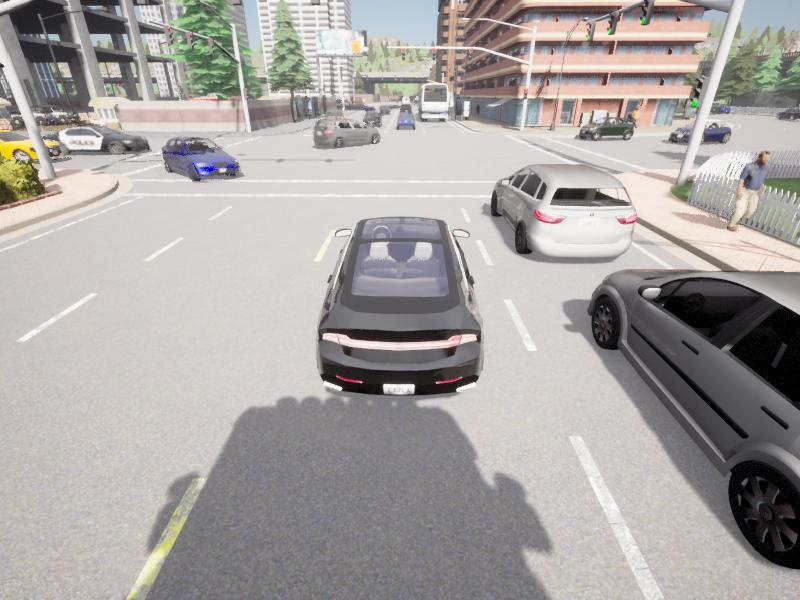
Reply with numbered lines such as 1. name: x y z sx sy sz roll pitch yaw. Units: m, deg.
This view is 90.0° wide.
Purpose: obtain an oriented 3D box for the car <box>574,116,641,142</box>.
1. car: 15.050 -12.476 29.123 3.705 1.549 1.789 -5 28 -10

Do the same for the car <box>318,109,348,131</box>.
1. car: -6.452 -17.655 39.077 2.097 1.767 4.553 0 27 1

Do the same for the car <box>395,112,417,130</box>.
1. car: 0.606 -18.444 41.053 2.033 1.411 5.357 0 27 0

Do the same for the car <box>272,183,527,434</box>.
1. car: 0.024 -0.454 5.858 2.128 1.511 4.902 0 27 1

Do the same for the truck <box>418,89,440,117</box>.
1. truck: 4.446 -31.274 63.390 2.891 3.827 8.468 0 27 1

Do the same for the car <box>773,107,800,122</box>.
1. car: 50.165 -23.596 50.852 1.837 1.490 4.892 6 28 12

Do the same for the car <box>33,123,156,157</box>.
1. car: -16.833 -8.970 22.311 4.974 1.542 2.038 0 27 0

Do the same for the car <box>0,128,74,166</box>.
1. car: -19.125 -7.378 19.205 5.008 1.535 1.882 0 27 0

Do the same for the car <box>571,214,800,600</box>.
1. car: 3.495 0.484 3.924 1.851 1.617 3.988 0 27 1

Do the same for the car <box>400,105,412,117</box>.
1. car: 0.931 -29.945 63.306 1.801 1.575 5.366 0 27 1

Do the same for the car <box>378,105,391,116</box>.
1. car: -2.526 -31.343 66.076 1.837 1.490 4.892 0 27 1

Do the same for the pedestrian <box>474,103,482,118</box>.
1. pedestrian: 10.669 -25.942 54.769 0.751 1.860 0.751 -2 27 -5

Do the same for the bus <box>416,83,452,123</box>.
1. bus: 4.141 -25.658 51.986 3.944 4.253 10.273 0 27 1

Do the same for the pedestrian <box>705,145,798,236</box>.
1. pedestrian: 7.795 -2.446 8.972 0.751 1.860 0.751 0 27 1

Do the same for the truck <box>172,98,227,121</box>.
1. truck: -25.064 -23.990 50.337 5.204 2.467 2.615 0 27 1

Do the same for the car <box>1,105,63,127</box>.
1. car: -36.856 -18.474 40.155 3.866 1.878 1.905 0 27 1

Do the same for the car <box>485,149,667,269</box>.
1. car: 3.606 -2.398 9.471 2.242 1.667 4.611 1 27 1

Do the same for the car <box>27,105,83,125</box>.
1. car: -36.819 -19.816 42.771 3.866 1.878 1.905 0 27 1

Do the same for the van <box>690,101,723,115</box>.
1. van: 51.572 -32.386 67.453 1.775 1.987 4.442 1 27 1

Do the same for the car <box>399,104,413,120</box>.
1. car: 0.820 -26.454 56.119 1.905 1.878 3.866 0 27 1

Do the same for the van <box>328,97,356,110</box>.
1. van: -12.984 -44.401 90.347 5.915 2.561 1.988 1 27 1

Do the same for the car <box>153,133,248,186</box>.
1. car: -8.267 -5.891 16.457 4.193 1.474 1.816 24 36 38

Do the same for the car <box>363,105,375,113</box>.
1. car: -5.857 -36.774 76.878 1.895 1.301 4.718 0 27 1

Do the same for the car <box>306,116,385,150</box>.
1. car: -3.477 -11.062 26.340 4.611 1.667 2.242 -24 36 -38

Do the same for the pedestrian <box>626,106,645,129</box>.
1. pedestrian: 21.331 -16.494 36.232 0.751 1.860 0.751 -10 29 -18

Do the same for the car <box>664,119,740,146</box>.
1. car: 20.352 -11.369 27.049 3.806 1.475 1.970 -9 29 -18

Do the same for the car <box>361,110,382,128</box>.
1. car: -2.901 -19.093 42.209 1.837 1.490 4.892 0 27 1

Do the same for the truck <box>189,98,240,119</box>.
1. truck: -25.010 -25.958 54.172 5.204 2.467 2.615 0 27 1
